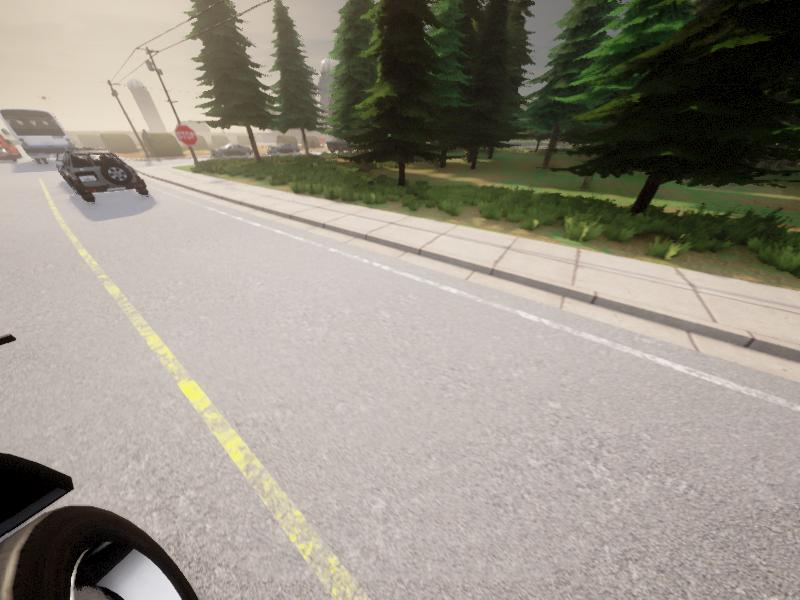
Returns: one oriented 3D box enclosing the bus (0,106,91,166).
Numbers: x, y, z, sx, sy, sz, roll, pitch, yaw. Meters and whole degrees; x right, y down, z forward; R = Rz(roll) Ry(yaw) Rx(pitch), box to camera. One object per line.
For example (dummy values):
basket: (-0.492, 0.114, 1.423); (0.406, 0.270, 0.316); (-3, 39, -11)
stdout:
bus: (-37.034, -16.711, 23.737); (10.273, 4.253, 3.944); (23, 41, 29)

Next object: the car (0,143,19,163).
car: (-41.812, -15.254, 23.937); (3.988, 1.617, 1.851); (23, 41, 29)

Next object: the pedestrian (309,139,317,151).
pedestrian: (-16.349, -29.088, 43.285); (0.751, 1.860, 0.751); (15, 38, 19)

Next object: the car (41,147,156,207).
car: (-12.981, -5.468, 9.959); (4.605, 1.855, 1.932); (22, 40, 30)

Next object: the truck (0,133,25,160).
truck: (-47.337, -18.003, 27.054); (5.204, 2.467, 2.627); (23, 41, 29)

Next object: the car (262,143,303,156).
car: (-17.506, -22.667, 34.767); (2.128, 1.511, 4.902); (21, 40, 27)

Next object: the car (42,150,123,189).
car: (-18.201, -7.595, 13.267); (4.514, 1.525, 2.007); (25, 42, 31)

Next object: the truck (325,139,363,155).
truck: (-9.340, -26.259, 39.412); (2.390, 2.098, 6.274); (21, 40, 27)

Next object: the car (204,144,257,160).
car: (-21.613, -19.165, 29.764); (2.128, 1.511, 4.902); (21, 40, 27)

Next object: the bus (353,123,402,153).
bus: (-4.037, -31.781, 45.424); (3.944, 4.253, 10.273); (21, 40, 27)
